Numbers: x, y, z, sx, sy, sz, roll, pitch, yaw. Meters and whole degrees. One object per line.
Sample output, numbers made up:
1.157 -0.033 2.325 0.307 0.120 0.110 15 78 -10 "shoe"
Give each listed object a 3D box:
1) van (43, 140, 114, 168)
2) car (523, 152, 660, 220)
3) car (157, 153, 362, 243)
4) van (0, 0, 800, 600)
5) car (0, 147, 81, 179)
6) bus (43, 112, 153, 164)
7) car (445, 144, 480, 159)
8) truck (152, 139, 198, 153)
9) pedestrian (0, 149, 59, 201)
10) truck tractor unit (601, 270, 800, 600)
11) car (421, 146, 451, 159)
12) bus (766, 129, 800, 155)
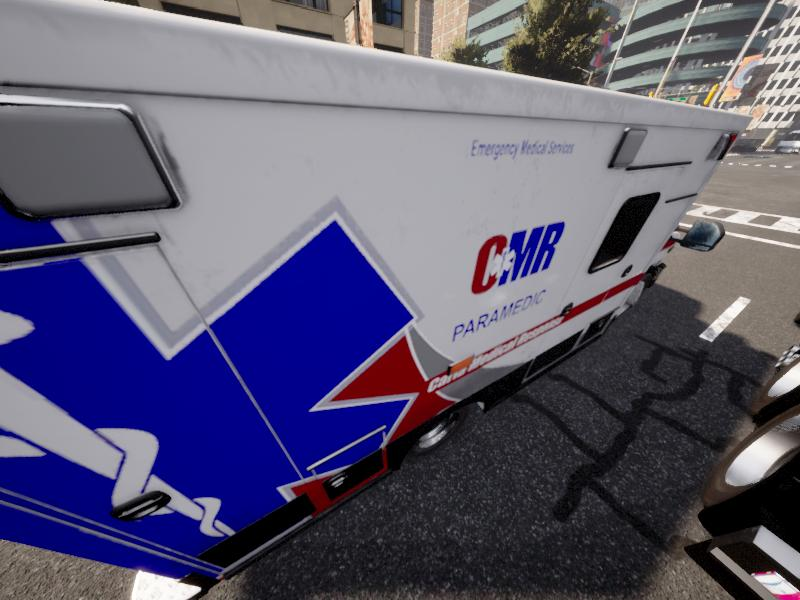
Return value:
-30.736 -14.192 22.360 2.069 2.038 4.480 -18 39 -24 "van"
7.473 -4.661 9.103 4.605 1.855 1.932 -18 39 -24 "car"
-3.796 -3.399 7.204 4.605 1.855 1.932 -18 39 -24 "car"
0.997 -0.552 2.673 6.366 2.431 2.351 -18 39 -24 "van"
-27.143 -10.393 17.281 1.930 1.638 5.238 -18 39 -24 "car"
-35.120 -19.407 27.879 3.944 4.253 10.273 -18 39 -24 "bus"
9.070 -21.800 33.903 2.242 1.667 4.611 -17 39 -24 "car"
-42.337 -29.062 43.572 6.274 2.098 2.390 8 36 11 "truck"
-15.944 -5.333 9.859 0.751 1.860 0.751 27 43 33 "pedestrian"
5.119 -0.293 0.765 6.516 4.208 3.053 -18 39 -24 "truck tractor unit"
5.137 -21.683 33.903 1.812 1.442 4.674 -18 39 -24 "car"
81.801 -31.539 46.162 3.944 4.253 10.273 15 37 20 "bus"
